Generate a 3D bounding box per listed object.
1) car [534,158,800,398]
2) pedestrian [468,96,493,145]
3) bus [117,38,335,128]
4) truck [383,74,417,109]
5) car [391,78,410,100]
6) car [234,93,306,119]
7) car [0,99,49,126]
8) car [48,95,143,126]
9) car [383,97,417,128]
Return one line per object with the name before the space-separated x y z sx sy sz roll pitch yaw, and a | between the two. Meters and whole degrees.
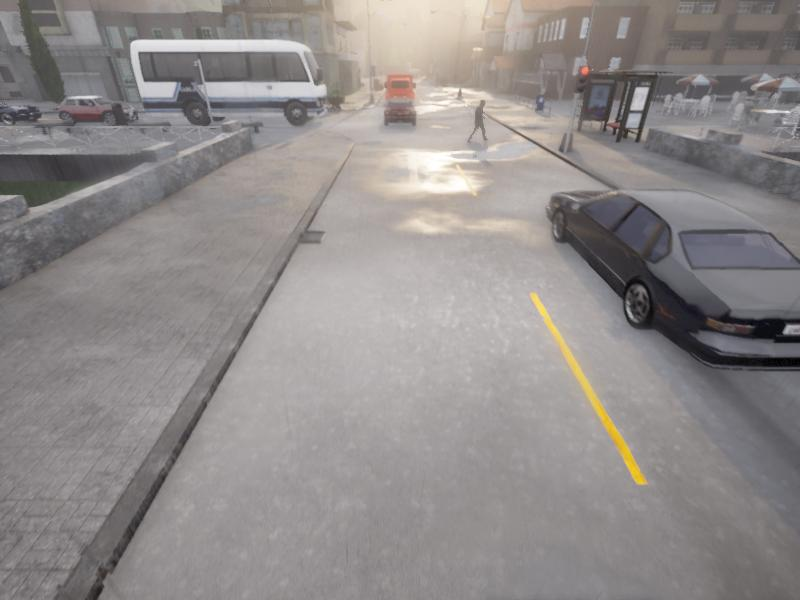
car | 3.995 -0.926 6.201 2.033 1.411 5.357 0 30 0
pedestrian | 3.502 -7.869 17.561 0.751 1.860 0.751 -1 30 -2
bus | -9.374 -12.594 23.310 10.273 4.253 3.944 0 30 -1
truck | 0.011 -17.754 33.903 2.627 2.467 5.204 0 30 0
car | 0.012 -22.578 42.712 1.905 1.878 3.866 0 30 0
car | -8.772 -13.306 27.379 4.181 1.385 1.994 -2 30 -3
car | -24.357 -11.231 23.903 4.718 1.301 1.895 0 30 0
car | -17.992 -11.304 23.849 3.806 1.475 1.970 0 30 0
car | 0.009 -11.501 24.369 1.895 1.301 4.718 0 30 0
